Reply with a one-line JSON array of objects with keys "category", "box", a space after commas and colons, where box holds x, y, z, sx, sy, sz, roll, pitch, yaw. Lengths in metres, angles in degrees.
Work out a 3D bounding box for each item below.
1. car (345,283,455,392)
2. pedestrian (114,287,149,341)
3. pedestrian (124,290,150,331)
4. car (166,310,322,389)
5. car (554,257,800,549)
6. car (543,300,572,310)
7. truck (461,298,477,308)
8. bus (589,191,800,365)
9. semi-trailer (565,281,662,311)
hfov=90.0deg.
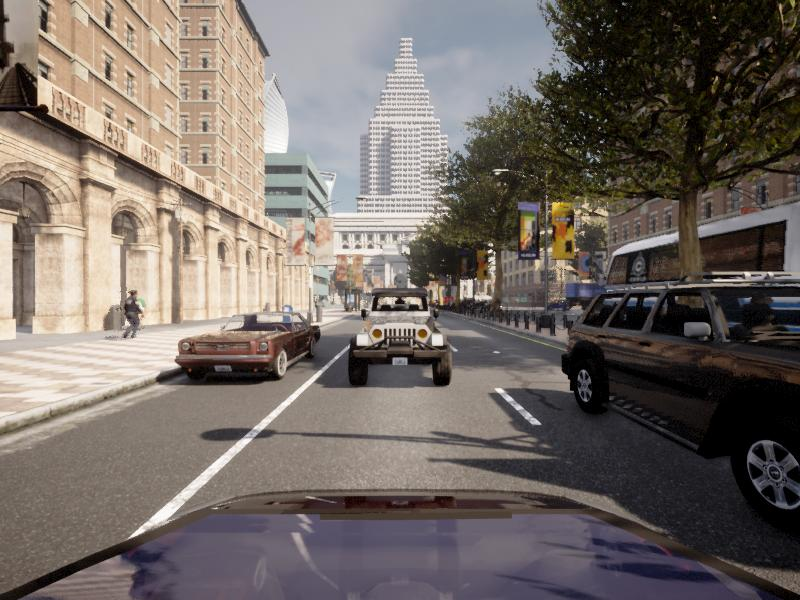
[{"category": "car", "box": [-0.001, 0.647, 8.833, 1.905, 1.878, 3.866, 0, 0, 0]}, {"category": "pedestrian", "box": [-9.669, 0.487, 14.422, 0.751, 1.860, 0.751, 0, 0, 9]}, {"category": "pedestrian", "box": [-12.431, 0.488, 18.943, 0.751, 1.860, 0.751, 0, 0, 1]}, {"category": "car", "box": [-3.250, 0.940, 9.526, 1.895, 1.301, 4.718, 0, 0, 0]}, {"category": "car", "box": [3.501, 0.653, 4.281, 1.932, 1.855, 4.605, 0, 0, 0]}, {"category": "car", "box": [25.736, 0.798, 65.465, 3.988, 1.617, 1.851, 0, 0, 3]}, {"category": "truck", "box": [14.999, 0.555, 87.625, 2.390, 2.098, 6.274, 0, 0, 0]}, {"category": "bus", "box": [11.405, -0.532, 14.905, 3.944, 4.253, 10.273, 0, 0, 0]}, {"category": "semi-trailer", "box": [32.578, -0.611, 61.128, 14.254, 4.402, 2.717, 0, 0, -8]}]
